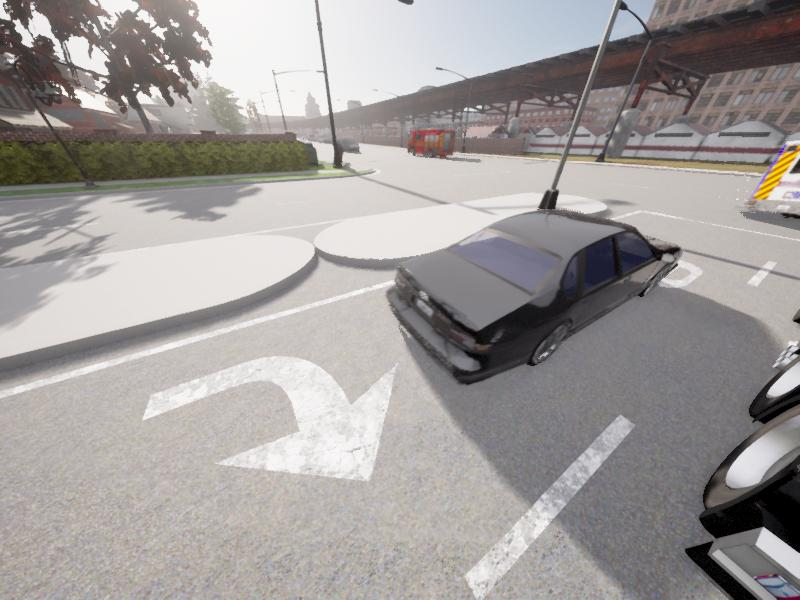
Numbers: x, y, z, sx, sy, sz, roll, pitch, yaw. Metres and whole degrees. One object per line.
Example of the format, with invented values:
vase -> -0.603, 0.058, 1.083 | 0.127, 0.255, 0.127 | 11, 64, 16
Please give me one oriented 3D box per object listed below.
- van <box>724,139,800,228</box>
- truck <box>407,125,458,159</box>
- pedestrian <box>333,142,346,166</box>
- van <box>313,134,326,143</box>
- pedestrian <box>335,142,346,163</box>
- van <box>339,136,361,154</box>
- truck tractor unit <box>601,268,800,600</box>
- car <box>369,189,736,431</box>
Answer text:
van -> 15.433, -3.356, 6.869 | 6.366, 2.431, 2.351 | 6, 28, 7
truck -> 4.521, -24.005, 35.137 | 2.891, 3.827, 8.468 | -18, 39, -24
pedestrian -> -5.583, -13.436, 21.304 | 0.751, 1.860, 0.751 | -17, 39, -24
van -> -28.845, -57.740, 82.476 | 2.351, 2.431, 6.366 | -18, 40, -24
pedestrian -> -6.200, -15.427, 24.158 | 0.751, 1.860, 0.751 | -12, 37, -17
van -> -9.584, -29.609, 44.013 | 1.988, 2.561, 5.915 | -18, 40, -24
truck tractor unit -> 5.117, -0.293, 0.777 | 6.516, 4.208, 3.053 | -18, 39, -24
car -> 2.440, -0.590, 3.640 | 5.357, 1.411, 2.033 | -18, 39, -24
